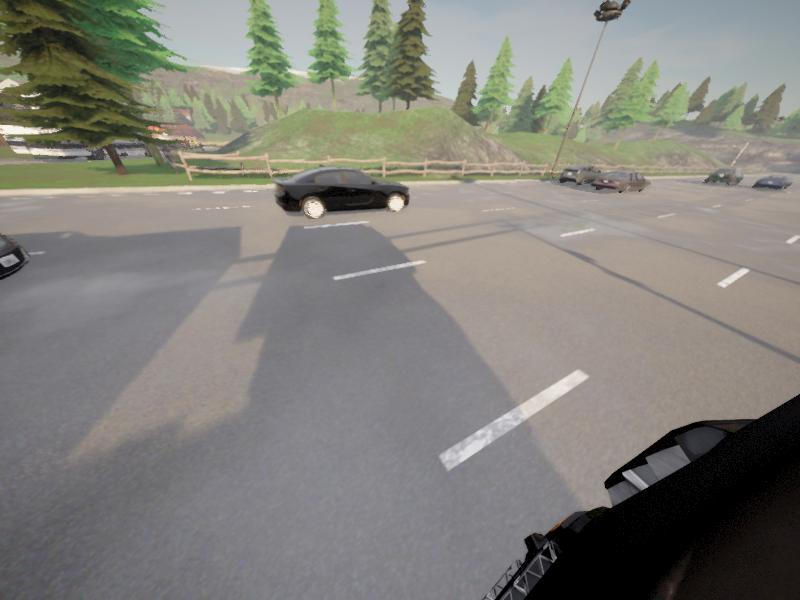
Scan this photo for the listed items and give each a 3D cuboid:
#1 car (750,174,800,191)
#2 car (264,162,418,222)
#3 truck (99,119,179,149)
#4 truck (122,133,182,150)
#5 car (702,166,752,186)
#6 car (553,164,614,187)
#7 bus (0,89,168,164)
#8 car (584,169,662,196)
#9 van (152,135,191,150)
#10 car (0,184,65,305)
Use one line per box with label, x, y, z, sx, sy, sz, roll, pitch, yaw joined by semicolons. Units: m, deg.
car;41.102;-12.963;25.325;4.181;1.385;1.994;-14;37;-24
car;-2.007;-4.142;8.624;5.008;1.535;1.882;-14;37;-24
truck;-47.455;-30.439;42.605;8.468;3.827;2.891;-14;37;-24
truck;-41.723;-26.809;39.154;6.274;2.098;2.390;-14;37;-24
car;38.889;-14.762;27.474;4.553;1.767;2.097;-14;37;-24
car;16.092;-10.982;20.296;4.514;1.525;2.007;-14;37;-24
bus;-27.771;-15.112;20.691;3.944;4.253;10.273;0;34;-7
car;16.710;-8.894;17.324;5.357;1.411;2.033;-14;37;-24
van;-41.792;-28.934;42.443;4.442;1.987;1.775;-14;37;-24
car;-7.709;-0.482;2.693;3.633;1.501;1.845;-14;37;-24
